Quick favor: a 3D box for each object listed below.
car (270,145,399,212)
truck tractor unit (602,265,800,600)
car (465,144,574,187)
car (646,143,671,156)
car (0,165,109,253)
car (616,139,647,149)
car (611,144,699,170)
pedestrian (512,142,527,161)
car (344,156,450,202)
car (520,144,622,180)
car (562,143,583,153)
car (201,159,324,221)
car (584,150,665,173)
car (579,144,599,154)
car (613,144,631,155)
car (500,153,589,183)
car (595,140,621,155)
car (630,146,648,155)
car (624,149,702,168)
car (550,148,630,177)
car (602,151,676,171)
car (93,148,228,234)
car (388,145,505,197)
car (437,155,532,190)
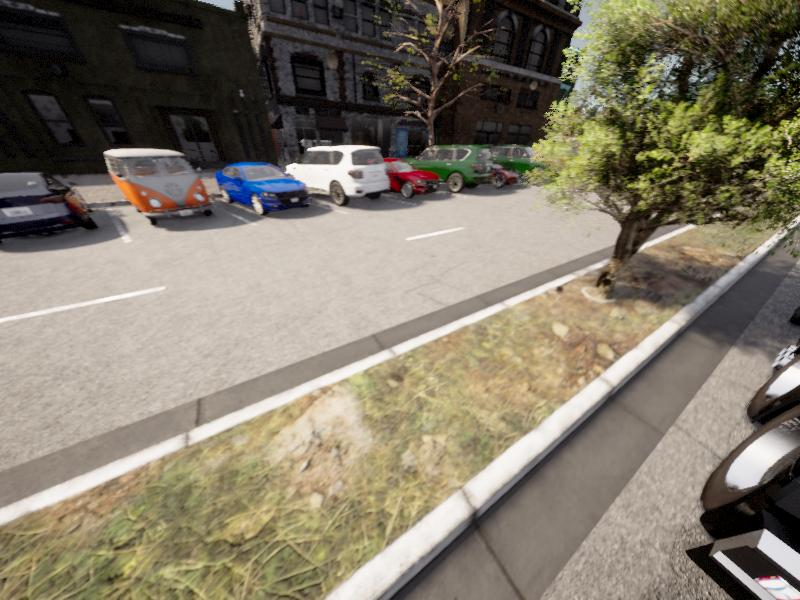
[{"bbox_3d":[-2.945,-5.633,10.260,5.566,2.045,2.435,25,42,32],"label":"car"},{"bbox_3d":[5.114,-0.296,0.782,6.516,4.208,3.053,-18,39,-24],"label":"truck tractor unit"},{"bbox_3d":[7.544,-8.970,15.163,5.566,2.045,2.435,25,41,32],"label":"car"},{"bbox_3d":[52.137,-30.389,46.717,2.435,2.045,5.566,27,41,32],"label":"car"},{"bbox_3d":[-10.782,-2.883,6.718,4.792,1.488,2.163,25,42,32],"label":"car"},{"bbox_3d":[54.385,-36.832,54.368,2.007,1.525,4.514,-16,42,-24],"label":"car"},{"bbox_3d":[25.833,-14.848,23.782,5.566,2.045,2.435,26,42,33],"label":"car"},{"bbox_3d":[14.209,-17.675,27.441,0.751,1.860,0.751,-19,39,-28],"label":"pedestrian"},{"bbox_3d":[-0.312,-6.257,11.624,5.008,1.535,2.097,25,41,32],"label":"car"},{"bbox_3d":[12.769,-10.646,17.626,5.566,2.045,2.435,25,41,32],"label":"car"},{"bbox_3d":[33.729,-29.666,45.037,2.231,1.521,4.892,27,42,32],"label":"car"},{"bbox_3d":[-5.532,-4.580,9.160,5.008,1.535,2.097,25,41,32],"label":"car"},{"bbox_3d":[20.597,-12.953,21.463,5.008,1.535,2.097,26,41,33],"label":"car"},{"bbox_3d":[35.164,-28.151,42.941,2.002,1.452,4.674,27,42,32],"label":"car"},{"bbox_3d":[49.174,-33.293,51.079,2.185,1.767,4.553,27,40,32],"label":"car"},{"bbox_3d":[10.154,-9.575,16.551,4.792,1.488,2.163,25,41,32],"label":"car"},{"bbox_3d":[36.590,-26.892,40.634,2.435,2.045,5.566,27,42,32],"label":"car"},{"bbox_3d":[50.659,-31.683,49.003,2.231,1.521,4.892,28,41,32],"label":"car"},{"bbox_3d":[28.348,-15.553,25.232,5.366,1.575,1.946,25,42,33],"label":"car"},{"bbox_3d":[15.378,-11.371,18.915,4.553,1.767,2.185,25,42,32],"label":"car"},{"bbox_3d":[23.232,-13.758,22.713,4.674,1.452,2.002,26,41,33],"label":"car"},{"bbox_3d":[-8.051,-3.886,7.738,4.442,1.987,1.878,25,41,32],"label":"car"},{"bbox_3d":[2.273,-7.309,12.723,5.566,2.045,2.435,25,42,32],"label":"car"},{"bbox_3d":[4.933,-7.898,14.087,4.792,1.488,2.163,25,41,32],"label":"car"}]
